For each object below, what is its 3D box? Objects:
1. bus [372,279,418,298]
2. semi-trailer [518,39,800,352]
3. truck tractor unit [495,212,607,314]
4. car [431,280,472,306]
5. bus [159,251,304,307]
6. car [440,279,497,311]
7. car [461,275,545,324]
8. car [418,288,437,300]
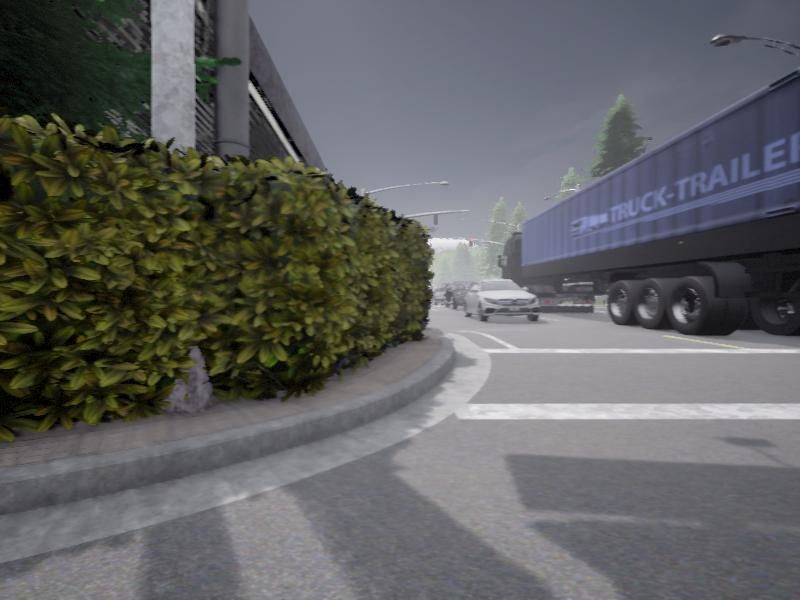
[{"bbox_3d":[-1.058,-2.632,90.531,10.273,4.253,3.944,0,1,0],"label":"bus"},{"bbox_3d":[6.967,-1.557,11.798,2.717,4.402,14.254,0,1,0],"label":"semi-trailer"},{"bbox_3d":[6.963,-1.589,19.712,3.053,4.208,6.516,0,1,0],"label":"truck tractor unit"},{"bbox_3d":[3.779,-0.426,28.715,2.242,1.667,4.611,0,-1,16],"label":"car"},{"bbox_3d":[-13.438,-1.676,32.756,10.273,4.253,3.944,0,1,0],"label":"bus"},{"bbox_3d":[3.446,-0.268,21.136,2.128,1.511,4.902,0,1,0],"label":"car"},{"bbox_3d":[3.450,-0.026,14.391,1.812,1.442,4.674,-1,0,0],"label":"car"},{"bbox_3d":[3.437,-0.784,50.986,2.038,1.542,4.974,0,1,0],"label":"car"}]
